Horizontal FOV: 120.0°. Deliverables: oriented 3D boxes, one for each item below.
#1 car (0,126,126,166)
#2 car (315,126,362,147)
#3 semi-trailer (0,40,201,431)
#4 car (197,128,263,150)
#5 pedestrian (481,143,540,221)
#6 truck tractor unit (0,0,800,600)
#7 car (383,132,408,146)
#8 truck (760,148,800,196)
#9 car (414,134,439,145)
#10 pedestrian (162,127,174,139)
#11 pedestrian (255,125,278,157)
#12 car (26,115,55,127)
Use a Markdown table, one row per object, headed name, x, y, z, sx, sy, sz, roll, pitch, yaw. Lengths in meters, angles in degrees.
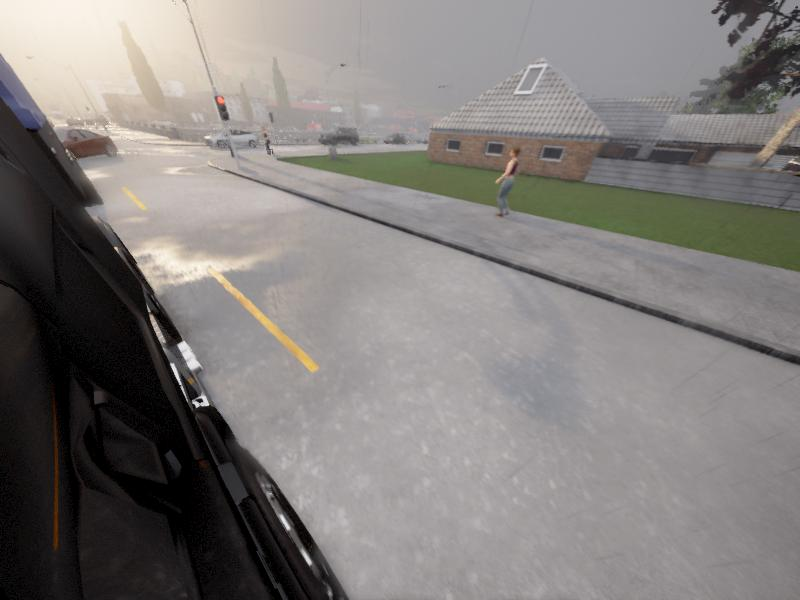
| name | x | y | z | sx | sy | sz | roll | pitch | yaw |
| --- | --- | --- | --- | --- | --- | --- | --- | --- | --- |
| car | -18.288 | -8.559 | 12.677 | 1.882 | 1.535 | 5.008 | -9 | 38 | -14 |
| car | -7.895 | -21.505 | 30.407 | 2.150 | 2.045 | 5.566 | 29 | 44 | 31 |
| semi-trailer | -8.695 | -3.605 | 4.236 | 14.254 | 4.402 | 2.717 | 28 | 43 | 30 |
| car | -16.185 | -15.578 | 22.291 | 2.007 | 1.525 | 4.514 | 26 | 42 | 28 |
| pedestrian | 3.136 | -3.404 | 6.701 | 0.751 | 1.860 | 0.751 | -23 | 43 | -30 |
| truck tractor unit | -2.645 | -0.295 | 0.352 | 6.516 | 4.208 | 3.053 | 28 | 44 | 30 |
| car | -0.771 | -26.171 | 37.551 | 1.851 | 1.617 | 3.988 | 28 | 43 | 30 |
| truck | 22.912 | -6.930 | 12.543 | 2.069 | 2.038 | 4.478 | 28 | 43 | 30 |
| car | 4.966 | -30.033 | 43.214 | 2.038 | 1.542 | 4.974 | 28 | 43 | 30 |
| pedestrian | -26.933 | -19.365 | 26.791 | 0.500 | 1.100 | 0.500 | 28 | 43 | 30 |
| pedestrian | -9.664 | -11.530 | 16.784 | 0.751 | 1.860 | 0.751 | 20 | 40 | 21 |
| car | -61.327 | -30.625 | 39.489 | 4.974 | 1.542 | 2.038 | 31 | 44 | 32 |
